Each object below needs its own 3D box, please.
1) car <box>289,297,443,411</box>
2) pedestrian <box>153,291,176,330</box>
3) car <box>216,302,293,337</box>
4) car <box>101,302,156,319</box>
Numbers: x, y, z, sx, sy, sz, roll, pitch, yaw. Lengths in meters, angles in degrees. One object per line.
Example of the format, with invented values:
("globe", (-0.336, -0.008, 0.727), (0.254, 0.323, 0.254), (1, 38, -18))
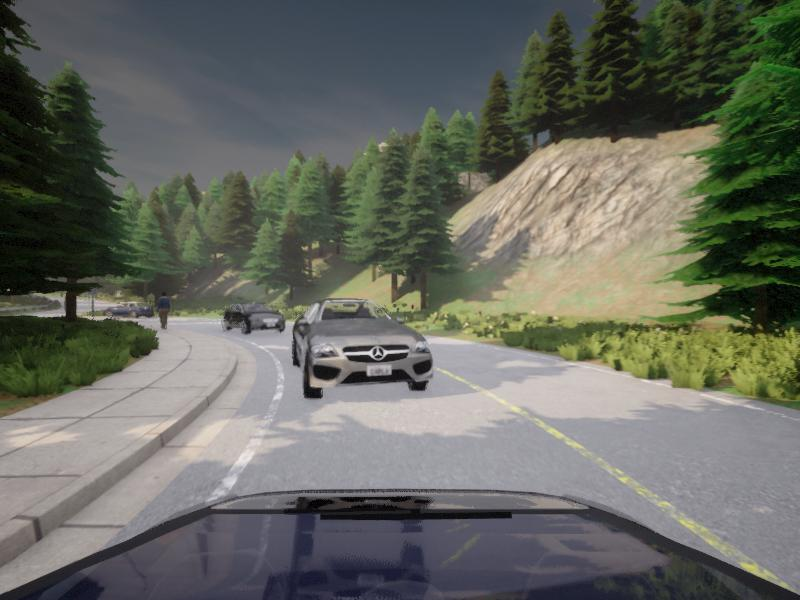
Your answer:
("car", (-1.119, 0.795, 8.533), (2.152, 1.651, 5.027), (0, 0, -19))
("pedestrian", (-11.528, 0.518, 19.548), (0.751, 1.860, 0.751), (0, 0, 39))
("car", (-7.374, 0.869, 19.964), (2.128, 1.511, 4.902), (0, 0, -39))
("car", (-24.415, 0.915, 35.998), (3.806, 1.475, 1.970), (0, 0, 11))
